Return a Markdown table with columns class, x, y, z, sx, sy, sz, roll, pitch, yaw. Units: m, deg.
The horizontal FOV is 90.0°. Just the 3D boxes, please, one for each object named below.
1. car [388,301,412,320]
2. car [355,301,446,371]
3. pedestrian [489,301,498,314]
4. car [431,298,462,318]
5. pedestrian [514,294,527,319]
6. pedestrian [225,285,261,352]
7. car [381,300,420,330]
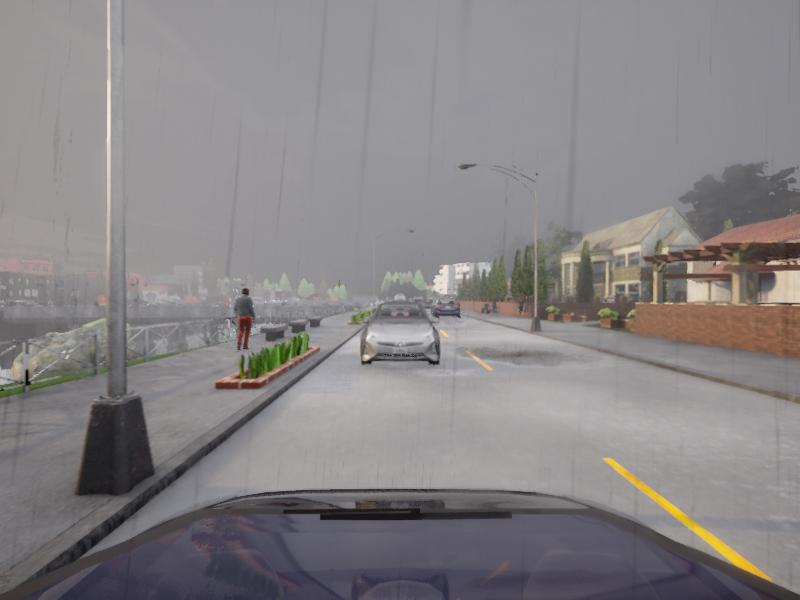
| class | x | y | z | sx | sy | sz | roll | pitch | yaw |
| --- | --- | --- | --- | --- | --- | --- | --- | --- | --- |
| car | 0.023 | 0.806 | 32.444 | 1.816 | 1.474 | 4.193 | 0 | 0 | 0 |
| car | 0.008 | 0.812 | 11.110 | 2.007 | 1.525 | 4.514 | 0 | 0 | 0 |
| pedestrian | 9.260 | 0.754 | 39.761 | 0.751 | 1.300 | 0.751 | 0 | 0 | 0 |
| car | 4.020 | 0.703 | 35.615 | 2.242 | 1.667 | 4.611 | 0 | 0 | 0 |
| pedestrian | 9.137 | 0.488 | 30.353 | 0.751 | 1.860 | 0.751 | 0 | 0 | -3 |
| pedestrian | -4.480 | 0.515 | 11.440 | 0.751 | 1.860 | 0.751 | 0 | 0 | -3 |
| car | 0.016 | 0.793 | 22.994 | 2.007 | 1.525 | 4.514 | 0 | 0 | 0 |
